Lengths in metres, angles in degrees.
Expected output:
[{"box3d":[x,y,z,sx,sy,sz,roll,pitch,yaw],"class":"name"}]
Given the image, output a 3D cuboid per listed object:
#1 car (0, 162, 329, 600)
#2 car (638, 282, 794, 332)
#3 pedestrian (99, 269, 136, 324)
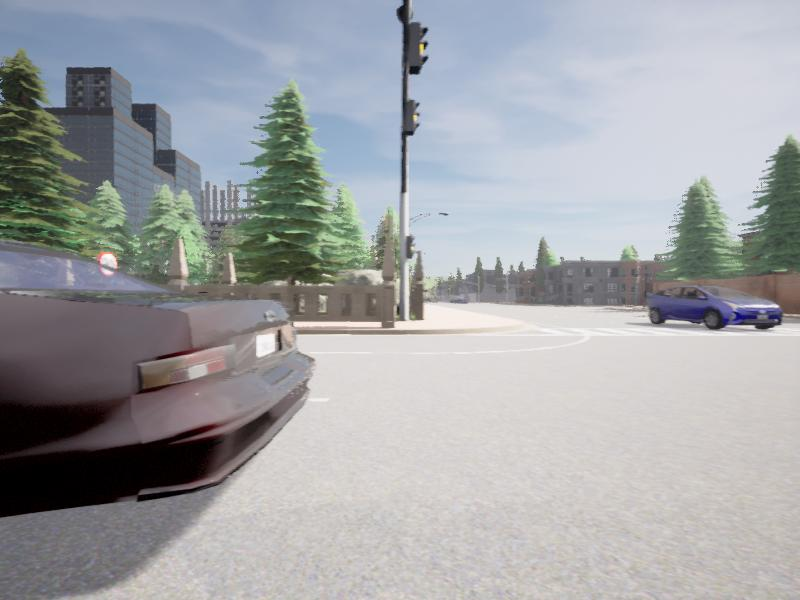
[{"box3d":[-3.248,0.296,2.203,5.357,1.411,2.033,0,0,0],"class":"car"},{"box3d":[11.058,0.225,14.537,2.007,1.525,4.514,0,0,-2],"class":"car"},{"box3d":[-9.829,-0.112,13.925,0.751,1.860,0.751,0,0,2],"class":"pedestrian"}]
